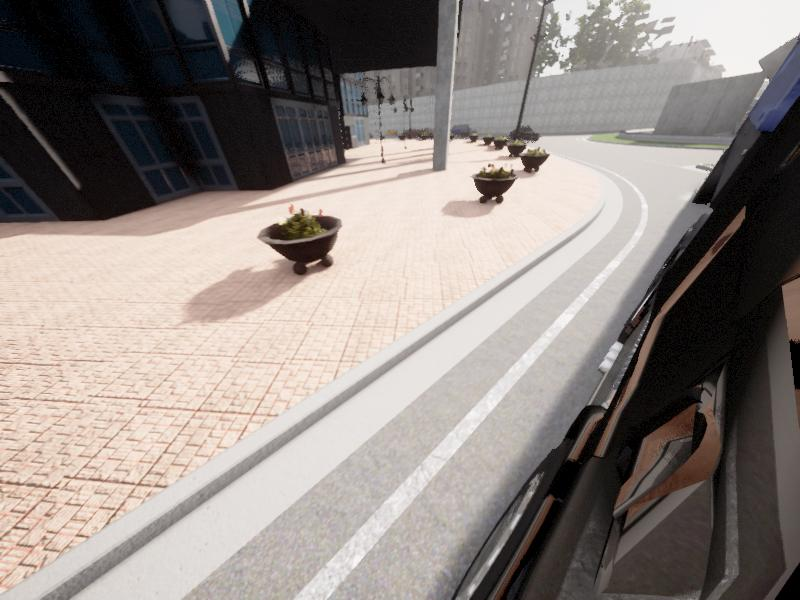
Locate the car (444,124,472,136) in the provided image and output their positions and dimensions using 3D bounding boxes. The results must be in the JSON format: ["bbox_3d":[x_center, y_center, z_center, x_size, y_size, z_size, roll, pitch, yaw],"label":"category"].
[{"bbox_3d":[12.691,-37.397,50.920,2.150,2.045,5.566,-29,44,-30],"label":"car"}]

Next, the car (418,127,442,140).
[{"bbox_3d":[5.670,-32.130,44.498,1.932,1.855,4.605,-26,43,-28],"label":"car"}]

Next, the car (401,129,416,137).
[{"bbox_3d":[2.272,-44.486,61.457,1.851,1.617,3.988,-27,43,-29],"label":"car"}]

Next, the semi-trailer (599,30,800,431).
[{"bbox_3d":[8.632,-3.662,4.272,14.254,4.402,2.717,-29,43,-30],"label":"semi-trailer"}]

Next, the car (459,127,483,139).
[{"bbox_3d":[12.656,-29.952,41.441,1.845,1.501,3.633,-23,42,-25],"label":"car"}]

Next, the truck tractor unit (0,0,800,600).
[{"bbox_3d":[2.645,-0.295,0.351,6.516,4.208,3.053,-28,44,-30],"label":"truck tractor unit"}]

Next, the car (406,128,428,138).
[{"bbox_3d":[3.700,-36.828,51.094,2.152,1.651,5.027,-27,43,-29],"label":"car"}]

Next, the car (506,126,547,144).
[{"bbox_3d":[15.515,-20.601,28.714,1.930,1.638,5.238,-4,37,-3],"label":"car"}]
